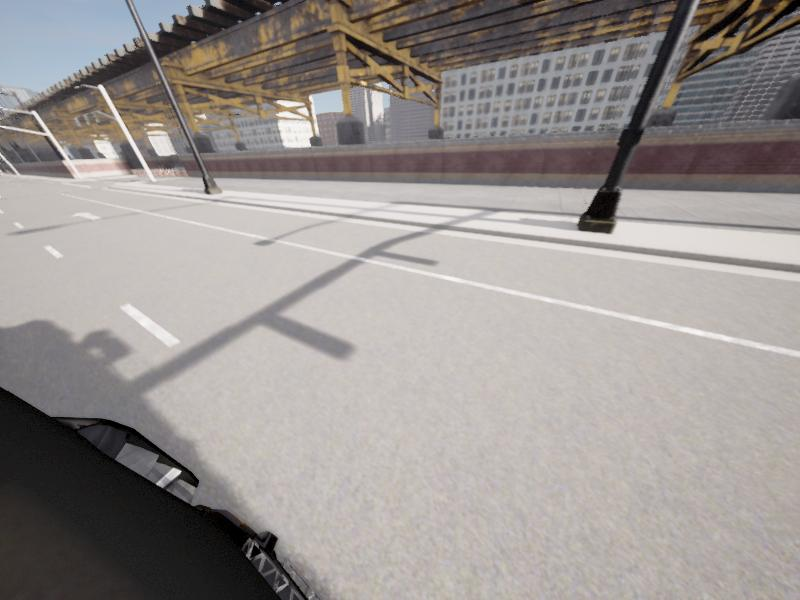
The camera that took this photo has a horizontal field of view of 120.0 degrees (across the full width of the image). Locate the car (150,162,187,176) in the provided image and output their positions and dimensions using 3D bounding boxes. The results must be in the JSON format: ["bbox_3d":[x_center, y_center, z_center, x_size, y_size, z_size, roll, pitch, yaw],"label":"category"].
[{"bbox_3d":[-36.799,-21.003,36.917,2.038,1.542,4.974,-11,34,-12],"label":"car"}]

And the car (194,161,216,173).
[{"bbox_3d":[-27.814,-19.070,33.067,1.853,1.218,4.536,-20,37,-24],"label":"car"}]

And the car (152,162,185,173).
[{"bbox_3d":[-36.820,-21.161,36.872,1.853,1.218,4.536,-11,34,-12],"label":"car"}]

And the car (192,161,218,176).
[{"bbox_3d":[-27.780,-18.915,33.117,2.038,1.542,4.974,-20,37,-24],"label":"car"}]

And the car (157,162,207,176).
[{"bbox_3d":[-32.813,-19.861,34.907,4.974,1.542,2.038,-5,34,-4],"label":"car"}]
